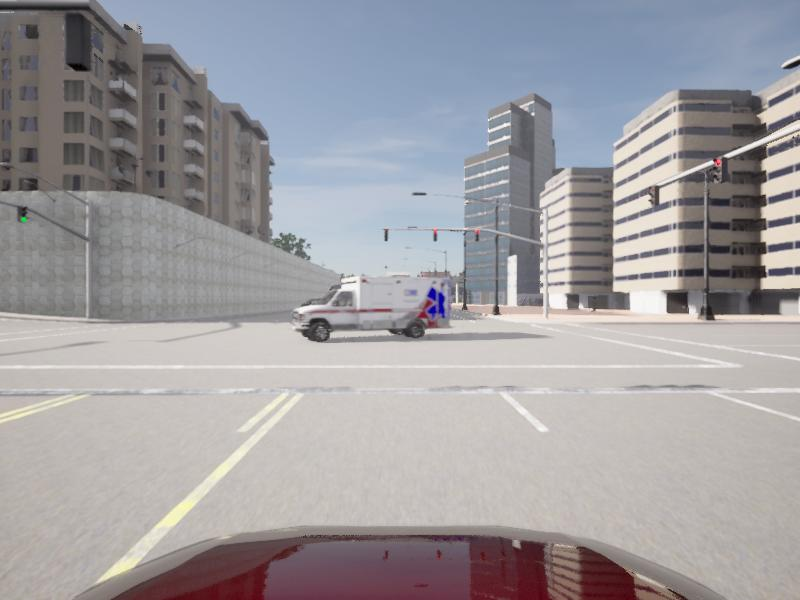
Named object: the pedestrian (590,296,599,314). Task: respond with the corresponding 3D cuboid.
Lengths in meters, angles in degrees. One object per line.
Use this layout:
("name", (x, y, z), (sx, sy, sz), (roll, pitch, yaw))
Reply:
("pedestrian", (20.300, 0.514, 41.711), (0.751, 1.860, 0.751), (0, 0, 16))

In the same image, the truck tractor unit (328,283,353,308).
("truck tractor unit", (-10.426, -0.700, 70.561), (3.053, 4.208, 6.516), (0, 0, 3))

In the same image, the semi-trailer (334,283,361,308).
("semi-trailer", (-10.030, -0.815, 78.463), (2.717, 4.402, 14.254), (0, 0, 3))

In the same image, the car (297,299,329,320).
("car", (-7.105, 0.705, 33.089), (1.851, 1.617, 3.988), (0, 0, 0))

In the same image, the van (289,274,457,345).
("van", (-1.049, 0.337, 16.175), (6.366, 2.431, 2.351), (0, 0, -24))
